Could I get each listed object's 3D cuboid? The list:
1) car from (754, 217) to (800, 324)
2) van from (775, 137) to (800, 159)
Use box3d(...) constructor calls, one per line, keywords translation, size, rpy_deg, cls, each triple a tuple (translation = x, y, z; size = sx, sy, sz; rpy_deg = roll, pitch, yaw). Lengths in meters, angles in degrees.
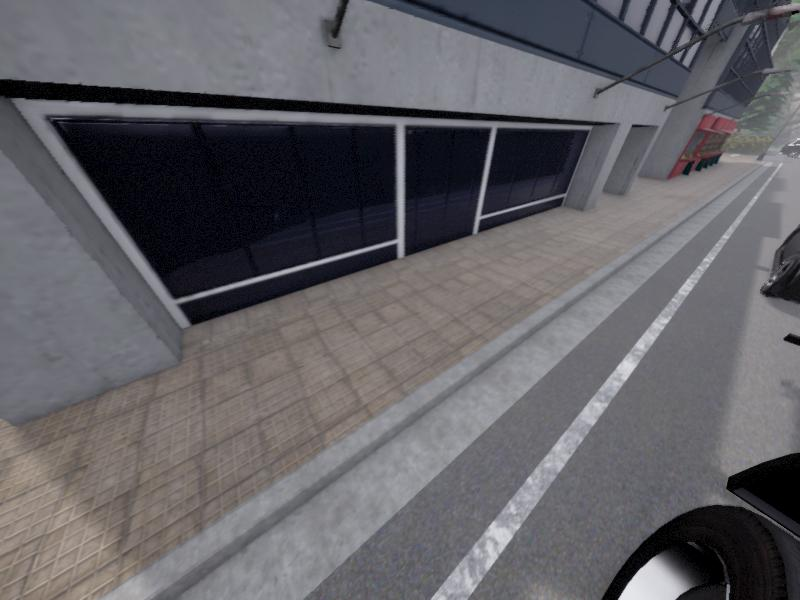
box3d(translation=(7.866, -0.644, 3.571), size=(4.181, 1.385, 1.994), rpy_deg=(-22, 41, -28), cls="car")
box3d(translation=(46.621, -17.032, 25.853), size=(2.069, 2.038, 4.480), rpy_deg=(-23, 40, -29), cls="van")
